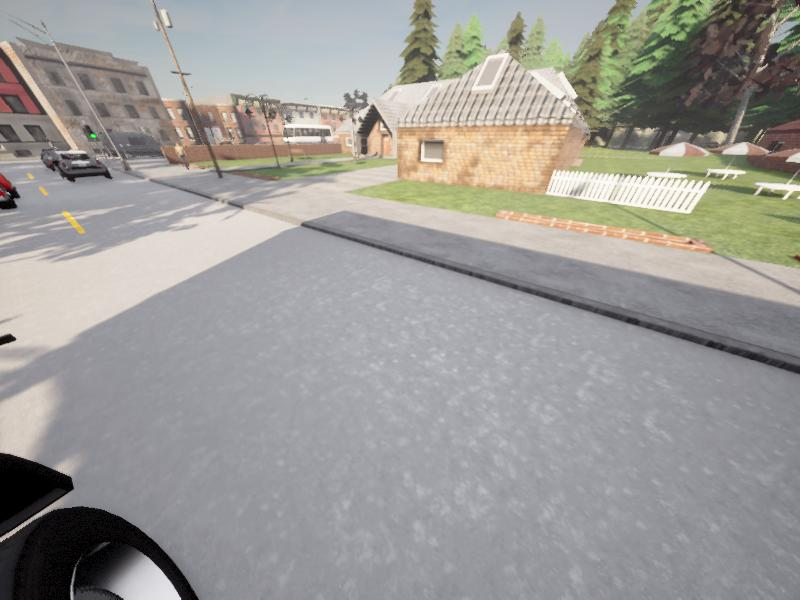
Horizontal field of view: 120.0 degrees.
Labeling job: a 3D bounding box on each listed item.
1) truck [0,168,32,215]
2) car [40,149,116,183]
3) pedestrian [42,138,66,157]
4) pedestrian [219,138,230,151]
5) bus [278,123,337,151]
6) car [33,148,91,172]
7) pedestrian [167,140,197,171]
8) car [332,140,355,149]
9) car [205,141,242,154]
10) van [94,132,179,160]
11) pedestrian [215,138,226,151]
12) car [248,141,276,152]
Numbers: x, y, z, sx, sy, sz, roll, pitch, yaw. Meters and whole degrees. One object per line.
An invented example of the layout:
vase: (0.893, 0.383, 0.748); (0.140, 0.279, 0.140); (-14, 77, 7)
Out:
truck: (-16.222, -4.469, 7.981); (5.204, 2.467, 2.627); (22, 41, 28)
car: (-20.336, -8.553, 14.606); (3.806, 1.475, 1.970); (22, 41, 28)
pedestrian: (-41.304, -18.200, 27.575); (0.751, 1.860, 0.751); (23, 41, 29)
pedestrian: (-30.724, -27.177, 40.397); (0.751, 1.860, 0.751); (19, 39, 24)
bus: (-18.438, -33.160, 47.132); (3.944, 4.253, 10.273); (22, 41, 28)
car: (-27.216, -11.341, 18.602); (4.181, 1.385, 1.994); (23, 41, 29)
pedestrian: (-16.131, -10.692, 17.119); (0.751, 1.860, 0.751); (22, 41, 28)
car: (-13.195, -36.471, 54.189); (1.801, 1.575, 5.366); (22, 41, 28)
car: (-28.091, -24.333, 36.824); (1.851, 1.617, 3.988); (22, 41, 28)
van: (-31.360, -18.601, 27.853); (1.988, 2.561, 5.915); (18, 39, 25)
pedestrian: (-31.073, -26.899, 40.000); (0.751, 1.860, 0.751); (27, 43, 33)
car: (-24.432, -27.284, 41.108); (1.845, 1.501, 3.633); (22, 41, 28)
